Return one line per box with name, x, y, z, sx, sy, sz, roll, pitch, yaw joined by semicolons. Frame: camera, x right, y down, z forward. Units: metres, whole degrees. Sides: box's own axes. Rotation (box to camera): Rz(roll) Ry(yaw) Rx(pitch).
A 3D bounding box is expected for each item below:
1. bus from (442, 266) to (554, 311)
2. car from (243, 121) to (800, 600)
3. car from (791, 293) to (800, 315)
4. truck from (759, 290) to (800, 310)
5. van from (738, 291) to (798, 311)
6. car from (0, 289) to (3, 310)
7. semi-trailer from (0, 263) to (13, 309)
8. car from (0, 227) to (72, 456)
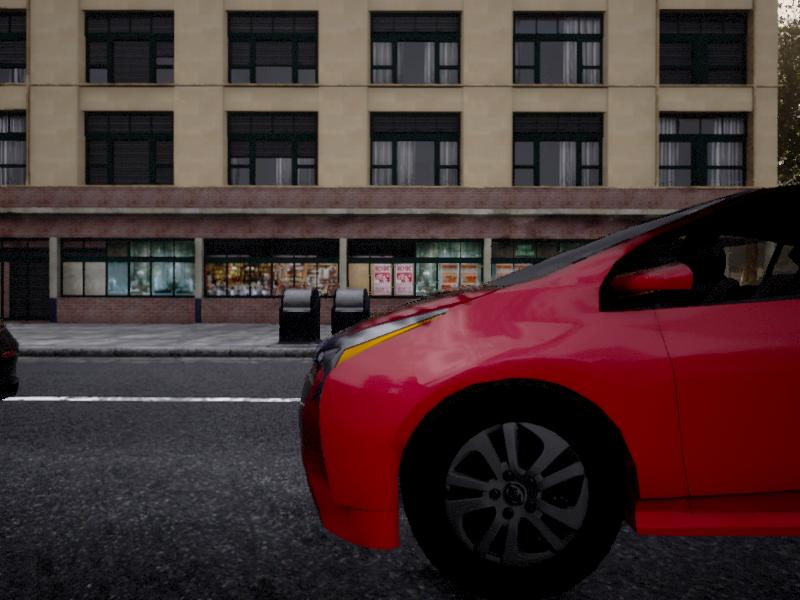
bus;9.596;-1.112;40.268;10.273;4.253;3.944;0;0;0
car;1.792;0.232;2.195;4.514;1.525;2.007;0;0;0
car;29.895;0.273;26.977;1.801;1.575;5.366;0;0;-1
truck;43.278;0.046;43.549;6.274;2.098;2.390;0;0;0
van;36.823;0.088;40.092;4.442;1.987;1.775;0;0;0
car;-35.534;-0.034;32.512;1.932;1.855;4.605;0;0;0
semi-trailer;-39.172;-1.313;32.023;2.717;4.402;14.254;0;0;-1
car;-4.858;0.258;2.172;4.674;1.442;1.812;0;0;0
